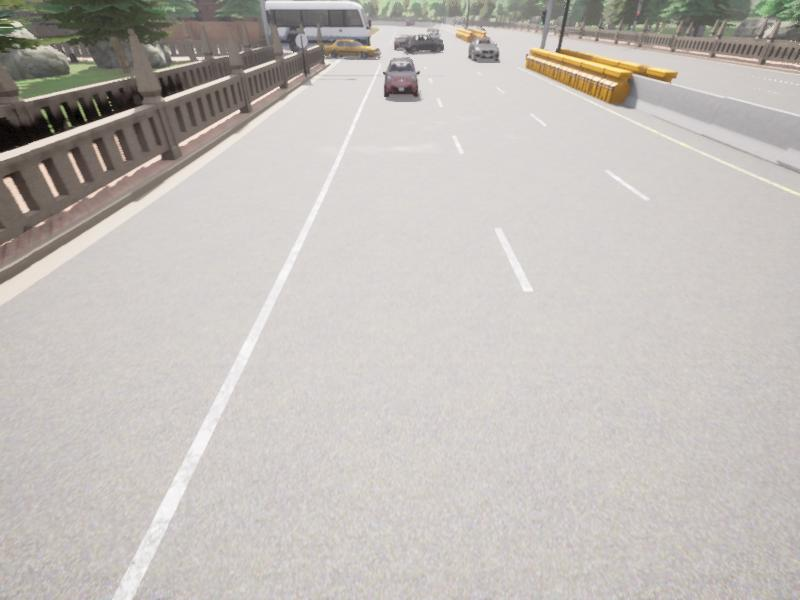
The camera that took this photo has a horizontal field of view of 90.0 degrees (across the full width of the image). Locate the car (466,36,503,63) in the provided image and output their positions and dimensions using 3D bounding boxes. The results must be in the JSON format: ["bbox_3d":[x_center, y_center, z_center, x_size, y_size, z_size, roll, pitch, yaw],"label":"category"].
[{"bbox_3d":[7.226,-21.745,34.683,2.152,1.651,5.027,0,36,0],"label":"car"}]

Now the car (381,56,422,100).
[{"bbox_3d":[0.071,-11.095,19.878,1.845,1.501,3.633,0,35,0],"label":"car"}]

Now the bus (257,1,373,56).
[{"bbox_3d":[-7.901,-26.606,39.224,10.273,4.253,3.944,-1,36,-1],"label":"bus"}]

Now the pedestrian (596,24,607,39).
[{"bbox_3d":[30.430,-40.510,60.401,0.751,1.860,0.751,1,36,2],"label":"pedestrian"}]

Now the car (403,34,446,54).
[{"bbox_3d":[2.488,-26.598,41.484,3.988,1.617,1.851,-10,37,-13],"label":"car"}]

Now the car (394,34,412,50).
[{"bbox_3d":[0.333,-29.718,46.050,1.994,1.385,4.181,1,36,1],"label":"car"}]

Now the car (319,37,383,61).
[{"bbox_3d":[-4.372,-22.589,35.901,5.366,1.575,1.801,12,38,16],"label":"car"}]

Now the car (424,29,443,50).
[{"bbox_3d":[3.831,-30.232,46.318,1.905,1.878,3.866,0,36,0],"label":"car"}]
